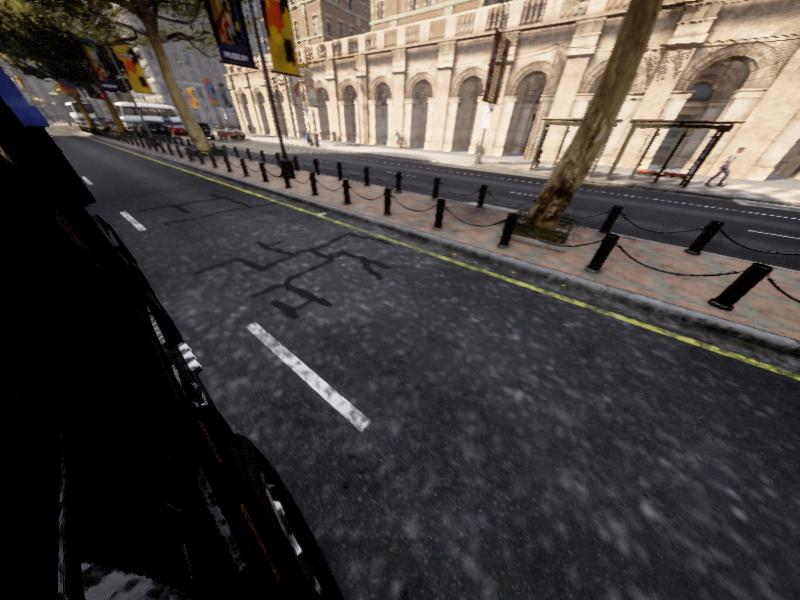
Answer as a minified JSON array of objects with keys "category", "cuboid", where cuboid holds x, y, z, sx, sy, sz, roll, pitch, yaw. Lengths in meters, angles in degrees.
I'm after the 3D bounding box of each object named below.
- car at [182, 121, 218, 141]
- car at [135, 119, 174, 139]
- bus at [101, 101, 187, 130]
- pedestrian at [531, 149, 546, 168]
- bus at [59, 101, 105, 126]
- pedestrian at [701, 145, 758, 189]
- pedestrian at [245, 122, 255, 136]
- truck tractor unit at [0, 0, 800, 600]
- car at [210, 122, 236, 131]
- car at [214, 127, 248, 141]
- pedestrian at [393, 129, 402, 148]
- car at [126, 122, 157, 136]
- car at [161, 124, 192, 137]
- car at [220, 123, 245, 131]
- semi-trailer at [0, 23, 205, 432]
[{"category":"car","cuboid":[-25.797,-21.861,29.856,3.866,1.878,1.905,26,43,28]},{"category":"car","cuboid":[-31.577,-22.011,29.734,4.605,1.855,1.932,26,43,28]},{"category":"bus","cuboid":[-51.221,-37.195,46.952,3.944,4.253,10.273,15,39,17]},{"category":"pedestrian","cuboid":[9.866,-10.090,16.509,0.500,1.100,0.500,25,42,27]},{"category":"bus","cuboid":[-74.507,-43.575,54.160,10.273,4.253,3.944,26,43,28]},{"category":"pedestrian","cuboid":[17.109,-6.951,12.088,0.751,1.860,0.751,26,43,28]},{"category":"pedestrian","cuboid":[-25.451,-29.040,39.221,0.751,1.860,0.751,21,41,23]},{"category":"truck tractor unit","cuboid":[-2.645,-0.295,0.351,6.516,4.208,3.053,28,44,30]},{"category":"car","cuboid":[-46.333,-45.610,60.667,2.242,1.667,4.611,26,42,28]},{"category":"car","cuboid":[-23.333,-22.874,31.844,4.718,1.301,1.895,26,43,28]},{"category":"pedestrian","cuboid":[-0.332,-19.077,27.323,0.751,1.860,0.751,26,43,28]},{"category":"car","cuboid":[-36.917,-24.448,32.982,3.633,1.501,1.845,26,43,28]},{"category":"car","cuboid":[-33.277,-25.251,34.402,4.181,1.385,1.994,26,43,28]},{"category":"car","cuboid":[-43.067,-44.580,59.594,2.007,1.525,4.514,26,42,28]},{"category":"semi-trailer","cuboid":[-8.872,-3.464,4.074,14.254,4.402,2.717,26,43,28]}]
